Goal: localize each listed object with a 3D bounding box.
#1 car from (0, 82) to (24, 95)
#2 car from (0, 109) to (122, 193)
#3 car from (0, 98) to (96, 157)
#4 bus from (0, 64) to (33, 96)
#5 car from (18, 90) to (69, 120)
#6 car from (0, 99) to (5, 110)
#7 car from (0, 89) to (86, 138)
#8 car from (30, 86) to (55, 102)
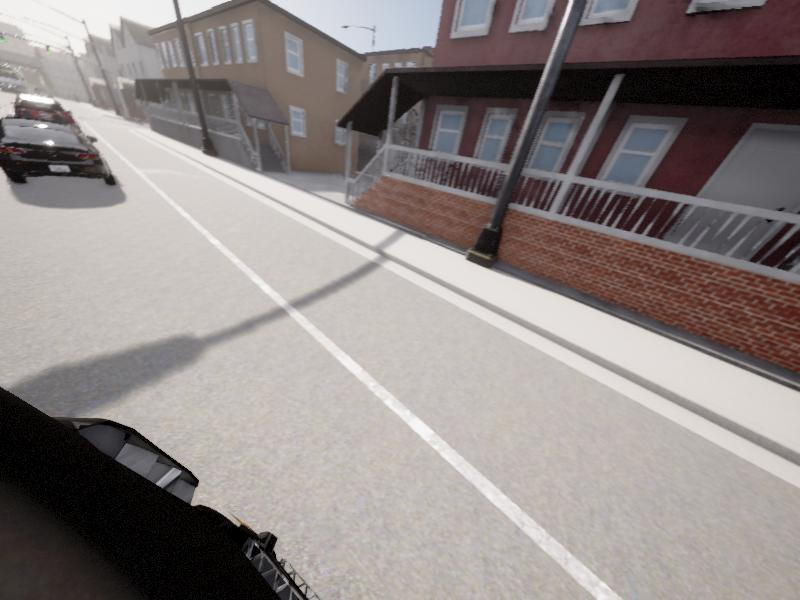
[{"bbox_3d":[-72.918,-39.652,43.312,5.357,1.411,2.033,31,37,29],"label":"car"},{"bbox_3d":[-10.466,-4.563,6.973,4.674,1.442,1.812,31,37,29],"label":"car"},{"bbox_3d":[-15.188,-7.442,9.998,3.633,1.501,1.845,31,37,29],"label":"car"},{"bbox_3d":[-80.729,-45.596,47.614,10.273,4.253,3.944,31,37,29],"label":"bus"},{"bbox_3d":[-32.326,-17.727,21.016,4.514,1.525,2.007,31,37,29],"label":"car"},{"bbox_3d":[-35.083,-16.952,18.916,4.902,1.511,2.128,31,37,29],"label":"car"},{"bbox_3d":[-21.619,-11.368,14.104,4.611,1.667,2.242,31,37,29],"label":"car"},{"bbox_3d":[-66.550,-38.373,43.059,4.856,1.649,2.033,31,37,29],"label":"car"}]
